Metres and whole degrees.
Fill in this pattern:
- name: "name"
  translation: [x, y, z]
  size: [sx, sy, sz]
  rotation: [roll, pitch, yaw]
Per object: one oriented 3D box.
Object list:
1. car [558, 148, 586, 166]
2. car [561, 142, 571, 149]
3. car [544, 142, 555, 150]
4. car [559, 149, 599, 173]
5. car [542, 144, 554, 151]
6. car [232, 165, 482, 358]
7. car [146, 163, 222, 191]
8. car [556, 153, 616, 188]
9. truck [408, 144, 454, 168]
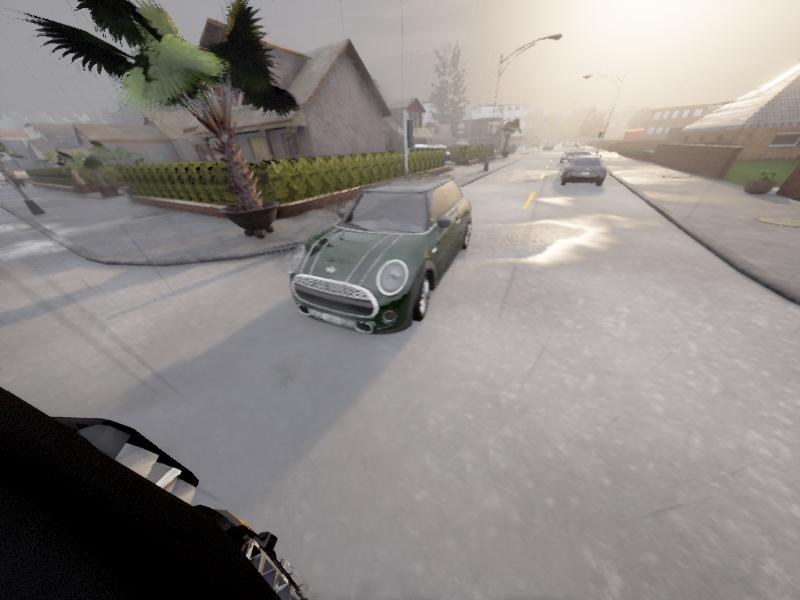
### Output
- name: "car"
  translation: [17.922, -14.998, 24.146]
  size: [1.895, 1.301, 4.718]
  rotation: [17, 38, 27]
- name: "car"
  translation: [50.470, -47.100, 70.213]
  size: [2.152, 1.651, 5.027]
  rotation: [16, 38, 26]
- name: "car"
  translation: [41.873, -43.127, 64.590]
  size: [1.930, 1.638, 5.238]
  rotation: [16, 38, 26]
- name: "car"
  translation: [14.562, -11.535, 19.071]
  size: [2.033, 1.411, 5.357]
  rotation: [16, 38, 26]
- name: "car"
  translation: [36.255, -37.460, 56.666]
  size: [1.994, 1.385, 4.181]
  rotation: [16, 38, 26]
- name: "car"
  translation: [-0.005, -1.397, 4.480]
  size: [2.097, 1.767, 4.553]
  rotation: [13, 36, 22]
- name: "car"
  translation: [-16.531, -9.619, 17.907]
  size: [1.845, 1.501, 3.633]
  rotation: [14, 37, 24]
- name: "car"
  translation: [10.567, -7.620, 13.472]
  size: [1.994, 1.385, 4.181]
  rotation: [14, 37, 24]
- name: "truck"
  translation: [3.343, -16.072, 25.734]
  size: [4.478, 2.038, 2.069]
  rotation: [18, 39, 24]
